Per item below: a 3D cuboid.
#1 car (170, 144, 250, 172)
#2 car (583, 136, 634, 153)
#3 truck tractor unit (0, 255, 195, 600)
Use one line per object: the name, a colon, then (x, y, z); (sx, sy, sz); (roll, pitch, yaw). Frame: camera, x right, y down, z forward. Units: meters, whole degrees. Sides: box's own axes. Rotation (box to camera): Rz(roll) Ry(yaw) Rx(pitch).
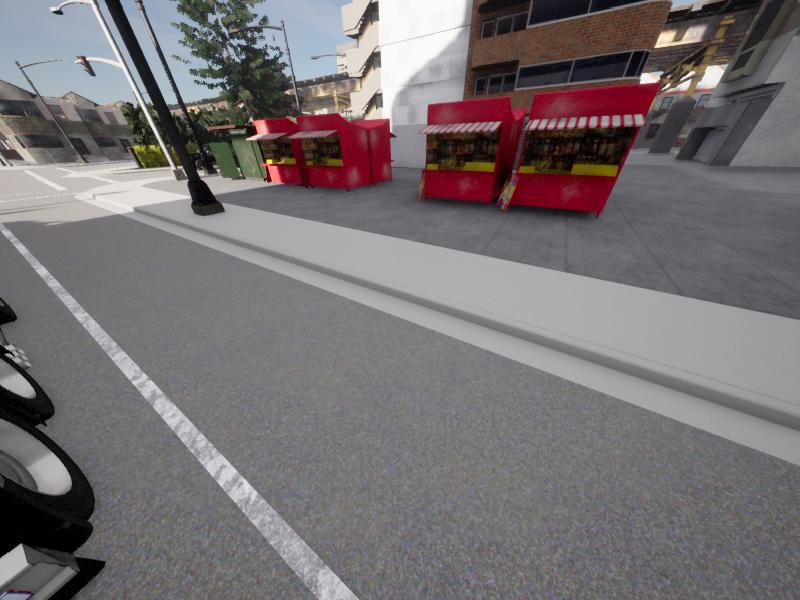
car: (-19.119, -14.653, 23.662); (2.150, 2.045, 5.566); (18, 39, 26)
car: (33.080, -24.864, 36.976); (5.566, 2.045, 2.150); (18, 39, 25)
truck tractor unit: (-5.097, -0.314, 0.801); (6.516, 4.208, 3.053); (19, 39, 25)
